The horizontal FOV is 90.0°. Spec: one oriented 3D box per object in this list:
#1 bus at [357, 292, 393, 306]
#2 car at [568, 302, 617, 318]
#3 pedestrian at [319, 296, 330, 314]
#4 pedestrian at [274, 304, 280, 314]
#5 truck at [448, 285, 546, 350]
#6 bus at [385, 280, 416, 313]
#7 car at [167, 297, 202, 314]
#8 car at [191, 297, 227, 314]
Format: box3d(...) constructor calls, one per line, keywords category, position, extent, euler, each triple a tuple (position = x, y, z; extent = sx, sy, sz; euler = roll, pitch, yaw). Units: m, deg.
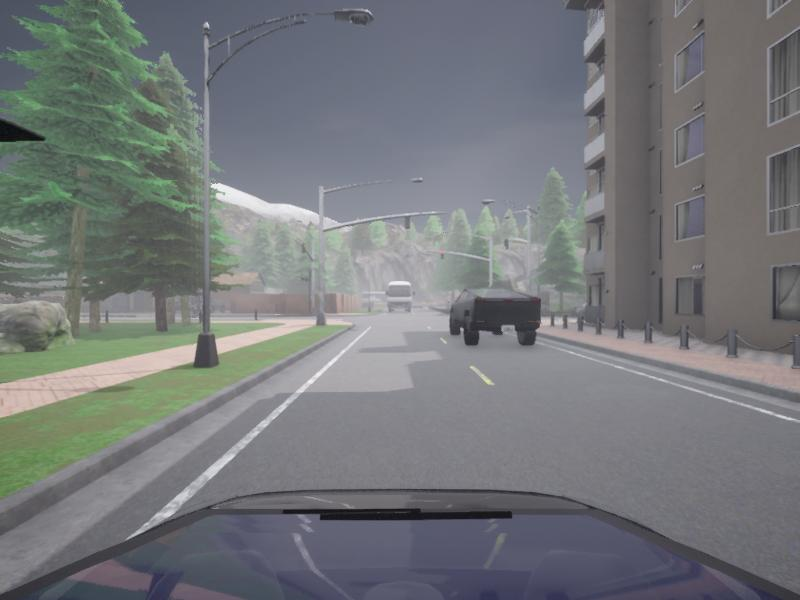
box3d(category="bus", position=(-7.291, -0.315, 117.374), extent=(10.273, 4.253, 3.944), euler=(0, 0, -1))
box3d(category="car", position=(17.733, 0.907, 37.023), extent=(3.633, 1.501, 1.845), euler=(0, 0, -1))
box3d(category="pedestrian", position=(-7.895, 0.552, 41.837), extent=(0.751, 1.860, 0.751), euler=(0, 0, 41))
box3d(category="pedestrian", position=(-12.754, 0.930, 41.441), extent=(0.500, 1.100, 0.500), euler=(0, 0, -5))
box3d(category="truck", position=(3.483, 0.572, 15.993), extent=(2.390, 2.098, 6.274), euler=(0, 0, 0))
box3d(category="bus", position=(0.062, -0.433, 57.644), extent=(3.944, 4.253, 10.273), euler=(0, 0, 0))
box3d(category="car", position=(-24.070, 0.584, 44.884), extent=(1.905, 1.878, 3.866), euler=(0, 0, -1))
box3d(category="car", position=(-21.566, 0.583, 45.333), extent=(1.932, 1.855, 4.605), euler=(0, 0, -1))
